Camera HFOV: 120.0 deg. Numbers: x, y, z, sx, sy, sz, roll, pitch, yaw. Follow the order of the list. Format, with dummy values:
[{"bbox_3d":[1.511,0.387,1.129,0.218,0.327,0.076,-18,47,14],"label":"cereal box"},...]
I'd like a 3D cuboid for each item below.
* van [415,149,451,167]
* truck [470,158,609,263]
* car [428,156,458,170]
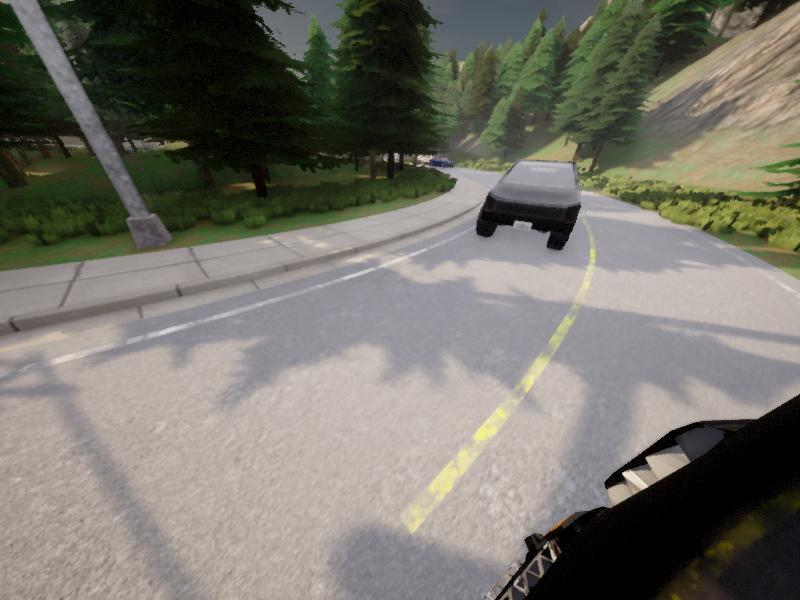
[{"bbox_3d":[5.810,-25.886,42.043,2.351,2.431,6.366,-21,40,-32],"label":"van"},{"bbox_3d":[4.667,-3.606,7.985,2.390,2.098,6.274,19,36,23],"label":"truck"},{"bbox_3d":[6.536,-21.405,36.014,1.882,1.535,5.008,-13,36,-23],"label":"car"}]
